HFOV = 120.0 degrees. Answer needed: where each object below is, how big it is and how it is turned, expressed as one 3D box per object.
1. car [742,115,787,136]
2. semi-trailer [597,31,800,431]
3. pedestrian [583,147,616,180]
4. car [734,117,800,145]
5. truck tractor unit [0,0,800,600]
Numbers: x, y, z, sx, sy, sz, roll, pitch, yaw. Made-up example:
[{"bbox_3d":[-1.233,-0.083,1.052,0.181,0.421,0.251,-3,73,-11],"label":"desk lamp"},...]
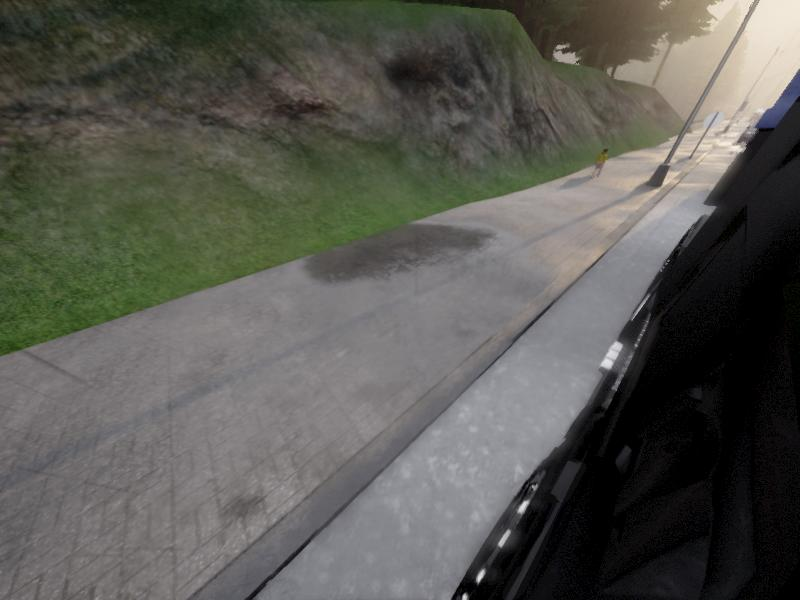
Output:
[{"bbox_3d":[40.621,-19.561,25.886,4.856,1.649,2.033,-29,44,-30],"label":"car"},{"bbox_3d":[8.764,-3.557,4.167,14.254,4.402,2.717,-27,43,-29],"label":"semi-trailer"},{"bbox_3d":[8.163,-5.588,9.479,0.500,1.100,0.500,-18,39,-20],"label":"pedestrian"},{"bbox_3d":[29.762,-13.794,18.825,4.611,1.667,2.242,-28,44,-30],"label":"car"},{"bbox_3d":[2.645,-0.295,0.351,6.516,4.208,3.053,-28,44,-30],"label":"truck tractor unit"}]
